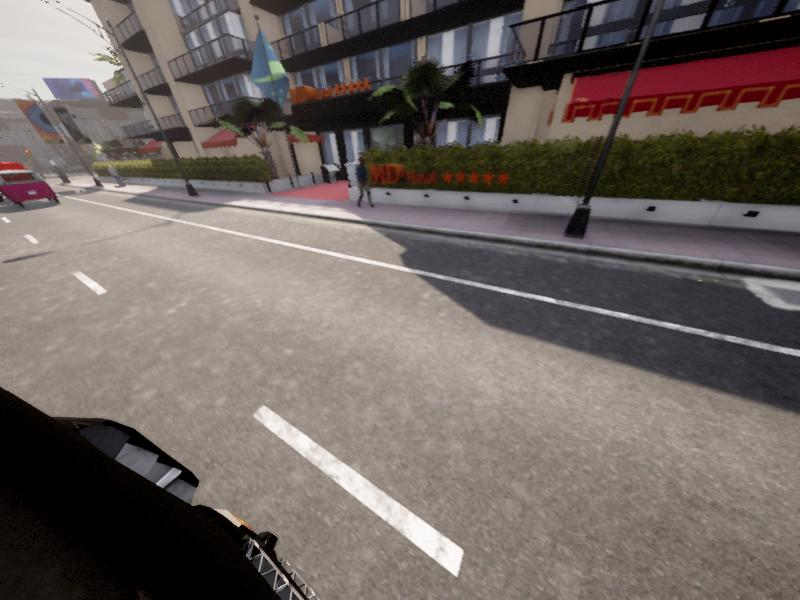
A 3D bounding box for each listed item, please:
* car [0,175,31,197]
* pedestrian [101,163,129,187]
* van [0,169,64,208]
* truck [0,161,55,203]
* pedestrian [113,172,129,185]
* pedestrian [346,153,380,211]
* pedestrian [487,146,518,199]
[{"bbox_3d":[-36.903,-10.624,21.455,3.806,1.475,1.970,16,38,26],"label":"car"},{"bbox_3d":[-26.791,-11.749,21.723,0.751,1.860,0.751,13,37,23],"label":"pedestrian"},{"bbox_3d":[-24.916,-7.443,15.279,4.442,1.987,1.775,15,38,26],"label":"van"},{"bbox_3d":[-30.565,-9.240,17.981,5.204,2.467,2.627,16,38,26],"label":"truck"},{"bbox_3d":[-27.634,-12.009,22.869,0.500,1.100,0.500,16,38,27],"label":"pedestrian"},{"bbox_3d":[-1.400,-4.523,8.892,0.751,1.860,0.751,21,40,31],"label":"pedestrian"},{"bbox_3d":[4.257,-5.307,9.649,0.751,1.860,0.751,15,37,25],"label":"pedestrian"}]
